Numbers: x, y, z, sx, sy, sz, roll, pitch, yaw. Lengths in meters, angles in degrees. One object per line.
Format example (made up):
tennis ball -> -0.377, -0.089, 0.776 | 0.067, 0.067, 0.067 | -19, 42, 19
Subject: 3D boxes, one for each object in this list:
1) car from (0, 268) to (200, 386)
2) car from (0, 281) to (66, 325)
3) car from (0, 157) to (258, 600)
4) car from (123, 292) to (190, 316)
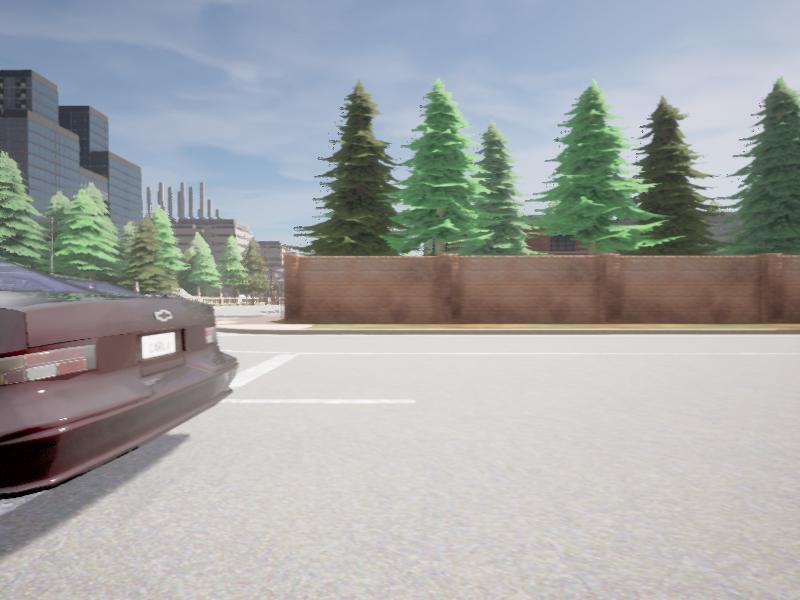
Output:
car -> -5.451, 0.314, 5.711 | 4.181, 1.385, 1.994 | 0, 0, 1
car -> -17.077, 0.115, 16.934 | 2.097, 1.767, 4.553 | 0, 0, 0
car -> -3.818, 0.299, 2.196 | 5.357, 1.411, 2.033 | 0, 0, 1
car -> -17.057, 0.249, 28.325 | 2.007, 1.525, 4.514 | 0, 0, 0
